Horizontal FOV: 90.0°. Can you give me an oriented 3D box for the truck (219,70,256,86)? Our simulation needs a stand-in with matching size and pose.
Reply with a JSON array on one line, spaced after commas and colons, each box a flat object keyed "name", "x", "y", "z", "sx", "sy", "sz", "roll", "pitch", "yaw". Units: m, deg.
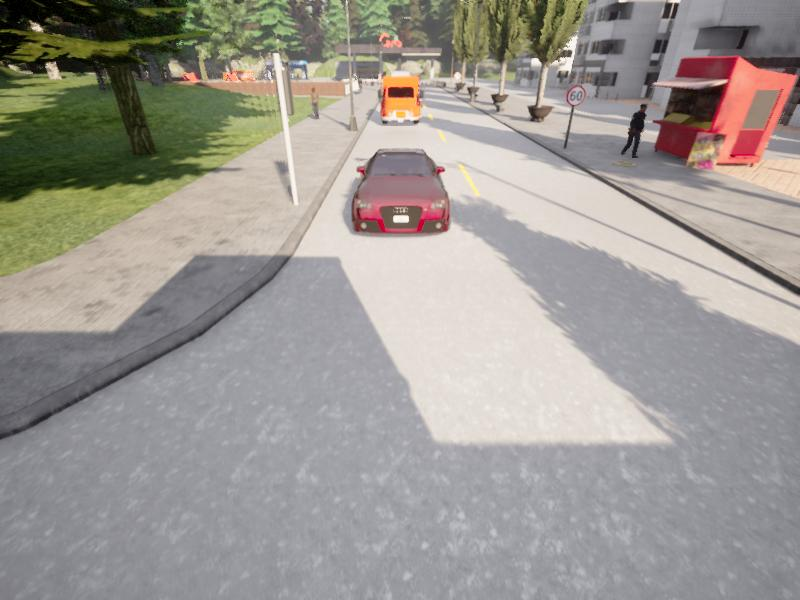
[{"name": "truck", "x": -28.646, "y": -39.222, "z": 70.749, "sx": 5.204, "sy": 2.467, "sz": 2.627, "roll": 0, "pitch": 30, "yaw": 0}]

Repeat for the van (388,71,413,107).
[{"name": "van", "x": 0.068, "y": -18.820, "z": 35.515, "sx": 1.988, "sy": 2.561, "sz": 5.915, "roll": 0, "pitch": 30, "yaw": 0}]

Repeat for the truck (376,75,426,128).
[{"name": "truck", "x": 0.037, "y": -11.887, "z": 23.774, "sx": 2.627, "sy": 2.467, "sz": 5.204, "roll": 0, "pitch": 30, "yaw": 0}]

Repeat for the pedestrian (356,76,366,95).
[{"name": "pedestrian", "x": -4.410, "y": -24.141, "z": 44.993, "sx": 0.751, "sy": 1.860, "sz": 0.751, "roll": 18, "pitch": 35, "yaw": 27}]

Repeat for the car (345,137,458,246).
[{"name": "car", "x": 0.018, "y": -2.701, "z": 9.215, "sx": 1.994, "sy": 1.385, "sz": 4.181, "roll": 0, "pitch": 30, "yaw": 0}]

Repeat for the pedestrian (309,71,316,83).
[{"name": "pedestrian", "x": -16.648, "y": -42.418, "z": 76.119, "sx": 0.751, "sy": 1.860, "sz": 0.751, "roll": 6, "pitch": 31, "yaw": 10}]

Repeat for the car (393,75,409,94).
[{"name": "car", "x": 0.086, "y": -27.012, "z": 50.106, "sx": 1.905, "sy": 1.878, "sz": 3.866, "roll": 0, "pitch": 30, "yaw": 0}]

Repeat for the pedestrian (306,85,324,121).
[{"name": "pedestrian", "x": -5.017, "y": -11.670, "z": 23.752, "sx": 0.751, "sy": 1.860, "sz": 0.751, "roll": 1, "pitch": 30, "yaw": 1}]

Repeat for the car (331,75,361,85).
[{"name": "car", "x": -9.542, "y": -38.850, "z": 70.701, "sx": 4.974, "sy": 1.542, "sz": 2.038, "roll": 0, "pitch": 30, "yaw": 0}]

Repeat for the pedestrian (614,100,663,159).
[{"name": "pedestrian", "x": 8.370, "y": -6.004, "z": 14.108, "sx": 0.751, "sy": 1.860, "sz": 0.751, "roll": -1, "pitch": 30, "yaw": -1}]
